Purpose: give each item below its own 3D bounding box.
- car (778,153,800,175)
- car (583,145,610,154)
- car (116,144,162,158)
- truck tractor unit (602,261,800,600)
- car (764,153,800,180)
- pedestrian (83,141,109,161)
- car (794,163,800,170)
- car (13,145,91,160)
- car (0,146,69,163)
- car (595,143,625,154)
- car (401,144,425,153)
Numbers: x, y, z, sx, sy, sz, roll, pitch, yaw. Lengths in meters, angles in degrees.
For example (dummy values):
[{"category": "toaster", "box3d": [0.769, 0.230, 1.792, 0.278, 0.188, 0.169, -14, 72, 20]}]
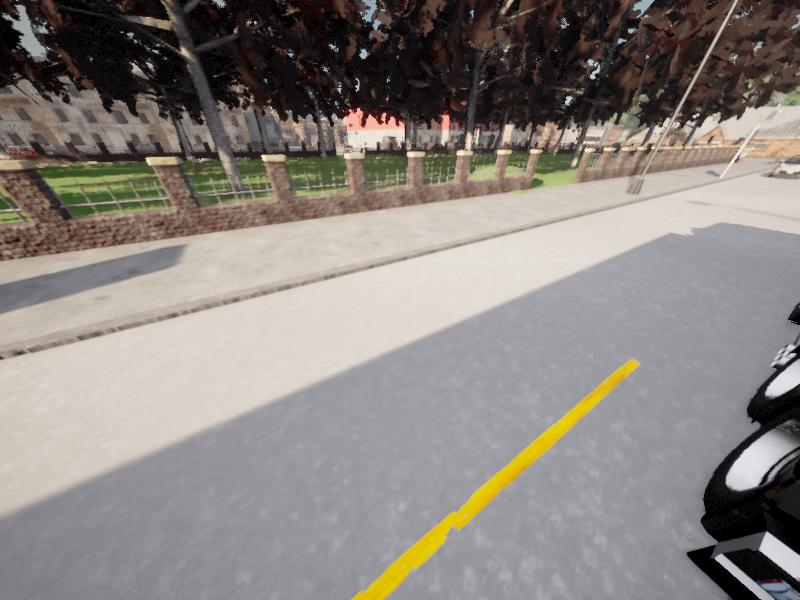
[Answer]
[{"category": "car", "box3d": [35.947, -11.942, 20.272, 5.357, 1.411, 2.033, -19, 39, -25]}, {"category": "car", "box3d": [41.332, -31.761, 48.671, 1.845, 1.501, 3.633, -17, 38, -25]}, {"category": "car", "box3d": [-36.267, -20.808, 32.275, 3.633, 1.501, 1.845, -18, 39, -25]}, {"category": "truck tractor unit", "box3d": [5.106, -0.306, 0.790, 6.516, 4.208, 3.053, -18, 39, -24]}, {"category": "car", "box3d": [30.090, -10.151, 17.526, 3.633, 1.501, 1.845, -19, 39, -26]}, {"category": "pedestrian", "box3d": [-33.857, -16.630, 25.772, 0.751, 1.860, 0.751, -12, 37, -17]}, {"category": "car", "box3d": [42.370, -14.042, 23.183, 5.366, 1.575, 1.801, -18, 39, -24]}, {"category": "car", "box3d": [-43.231, -18.507, 28.921, 4.902, 1.511, 2.128, -18, 39, -25]}, {"category": "car", "box3d": [-41.229, -16.496, 26.077, 3.806, 1.475, 1.970, -18, 39, -25]}, {"category": "car", "box3d": [45.011, -32.506, 49.579, 1.905, 1.878, 3.866, -18, 39, -25]}, {"category": "car", "box3d": [2.562, -30.928, 47.166, 4.514, 1.525, 2.007, -18, 39, -24]}]
